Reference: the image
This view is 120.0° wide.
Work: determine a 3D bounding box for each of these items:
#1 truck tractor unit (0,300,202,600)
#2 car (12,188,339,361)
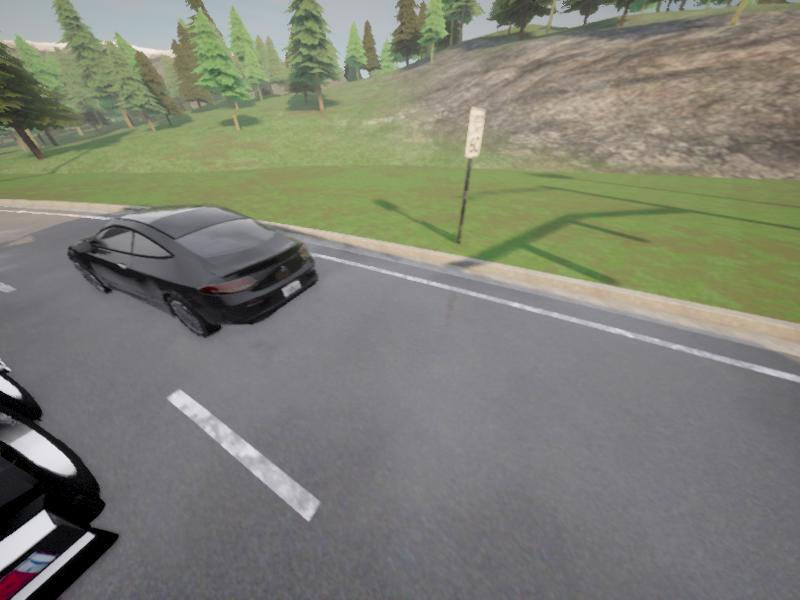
[{"bbox_3d":[-5.176,-0.228,0.695,6.516,4.208,3.053,16,38,21],"label":"truck tractor unit"},{"bbox_3d":[-3.630,-0.829,3.956,4.674,1.442,1.812,14,37,20],"label":"car"}]
